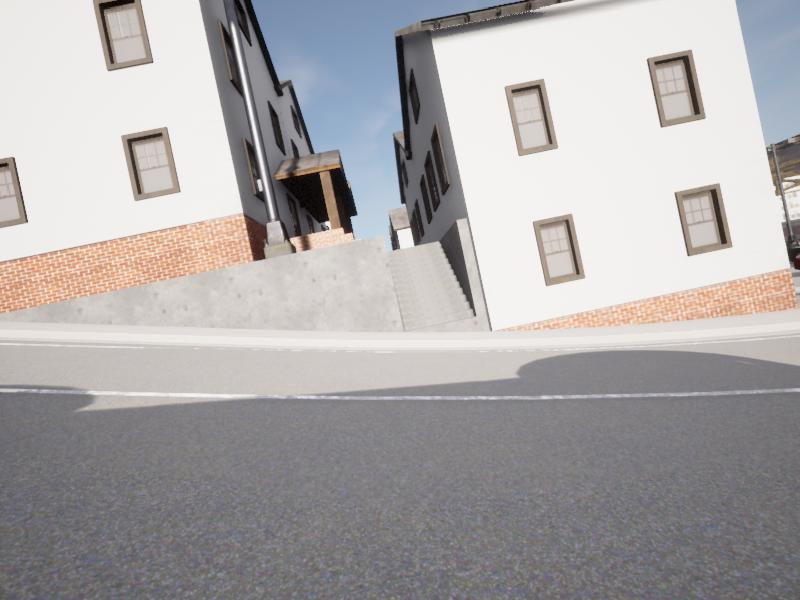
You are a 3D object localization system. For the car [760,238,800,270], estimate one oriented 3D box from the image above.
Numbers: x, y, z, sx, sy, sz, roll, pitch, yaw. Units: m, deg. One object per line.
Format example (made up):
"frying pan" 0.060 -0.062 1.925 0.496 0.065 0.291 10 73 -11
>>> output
"car" 23.474 -2.815 23.073 1.789 1.549 3.705 -12 0 0

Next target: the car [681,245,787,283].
"car" 20.062 -2.065 24.399 2.163 1.488 4.792 -12 0 0

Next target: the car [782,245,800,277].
"car" 19.949 -2.012 17.443 1.812 1.442 4.674 -12 0 -1
